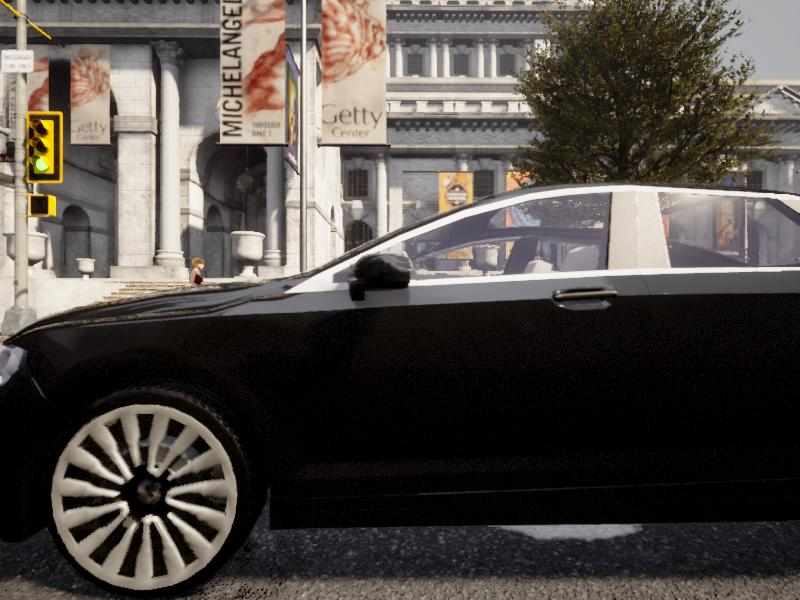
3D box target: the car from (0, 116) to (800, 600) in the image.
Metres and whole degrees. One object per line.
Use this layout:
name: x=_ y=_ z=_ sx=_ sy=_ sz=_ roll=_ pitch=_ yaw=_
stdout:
car: x=0.641 y=0.236 z=2.199 sx=4.902 sy=1.511 sz=2.128 roll=0 pitch=0 yaw=0

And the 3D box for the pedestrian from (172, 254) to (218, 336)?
pedestrian: x=-4.890 y=-0.115 z=9.578 sx=0.751 sy=1.860 sz=0.751 roll=0 pitch=0 yaw=-6

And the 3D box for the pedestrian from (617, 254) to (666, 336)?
pedestrian: x=5.731 y=-0.115 z=9.536 sx=0.751 sy=1.860 sz=0.751 roll=0 pitch=0 yaw=4
